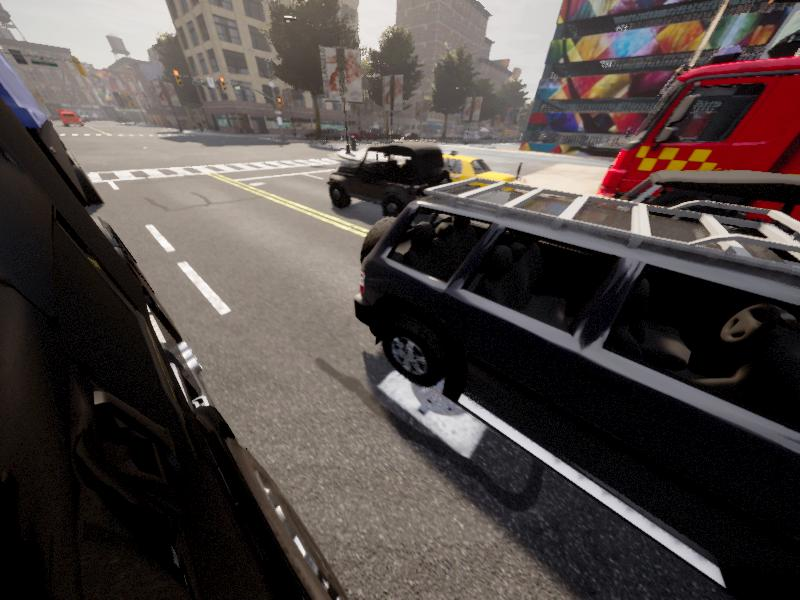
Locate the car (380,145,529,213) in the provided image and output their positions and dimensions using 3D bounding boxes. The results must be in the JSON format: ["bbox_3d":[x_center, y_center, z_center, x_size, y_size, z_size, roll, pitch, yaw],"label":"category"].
[{"bbox_3d":[1.795,-5.042,9.224,5.366,1.575,1.801,28,44,30],"label":"car"}]

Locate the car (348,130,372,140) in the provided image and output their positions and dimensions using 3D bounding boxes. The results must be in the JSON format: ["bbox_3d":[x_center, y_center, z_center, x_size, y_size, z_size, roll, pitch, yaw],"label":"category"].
[{"bbox_3d":[-8.104,-33.669,47.080,2.007,1.525,4.514,28,43,30],"label":"car"}]

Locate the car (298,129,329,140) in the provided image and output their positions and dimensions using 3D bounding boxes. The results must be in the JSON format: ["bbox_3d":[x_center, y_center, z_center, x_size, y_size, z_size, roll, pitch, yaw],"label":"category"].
[{"bbox_3d":[-14.948,-28.947,40.368,1.812,1.442,4.674,28,43,30],"label":"car"}]

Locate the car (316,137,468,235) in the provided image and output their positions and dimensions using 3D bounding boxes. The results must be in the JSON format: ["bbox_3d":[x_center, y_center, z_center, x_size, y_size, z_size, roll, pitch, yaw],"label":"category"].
[{"bbox_3d":[-0.372,-3.603,6.893,3.866,1.878,1.905,27,43,29],"label":"car"}]

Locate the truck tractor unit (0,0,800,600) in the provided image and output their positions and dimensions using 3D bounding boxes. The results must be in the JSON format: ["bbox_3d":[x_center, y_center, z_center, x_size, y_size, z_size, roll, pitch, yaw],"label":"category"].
[{"bbox_3d":[-2.645,-0.295,0.352,6.516,4.208,3.053,28,44,30],"label":"truck tractor unit"}]

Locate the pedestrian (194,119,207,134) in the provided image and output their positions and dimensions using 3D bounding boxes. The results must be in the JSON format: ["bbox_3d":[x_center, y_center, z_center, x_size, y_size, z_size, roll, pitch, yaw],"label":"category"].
[{"bbox_3d":[-31.864,-27.652,36.899,0.751,1.860,0.751,24,42,26],"label":"pedestrian"}]

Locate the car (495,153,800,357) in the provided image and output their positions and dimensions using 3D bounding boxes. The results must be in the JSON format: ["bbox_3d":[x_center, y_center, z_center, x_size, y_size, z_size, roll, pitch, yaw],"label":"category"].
[{"bbox_3d":[4.146,-1.215,3.976,3.866,1.878,1.905,28,43,30],"label":"car"}]

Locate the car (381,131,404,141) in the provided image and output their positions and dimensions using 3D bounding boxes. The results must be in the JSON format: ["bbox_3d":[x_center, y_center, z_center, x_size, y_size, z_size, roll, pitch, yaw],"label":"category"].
[{"bbox_3d":[-1.518,-34.901,49.169,2.128,1.511,4.902,28,43,30],"label":"car"}]

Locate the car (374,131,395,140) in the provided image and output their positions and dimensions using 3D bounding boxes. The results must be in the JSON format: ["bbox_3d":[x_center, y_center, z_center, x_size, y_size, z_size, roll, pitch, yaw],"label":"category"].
[{"bbox_3d":[-3.479,-36.837,51.658,1.837,1.490,4.892,28,43,29],"label":"car"}]

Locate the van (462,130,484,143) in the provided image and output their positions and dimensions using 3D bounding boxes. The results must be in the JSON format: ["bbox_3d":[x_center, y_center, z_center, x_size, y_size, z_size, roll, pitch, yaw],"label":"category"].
[{"bbox_3d":[18.538,-41.495,58.543,2.351,2.431,6.366,28,43,30],"label":"van"}]

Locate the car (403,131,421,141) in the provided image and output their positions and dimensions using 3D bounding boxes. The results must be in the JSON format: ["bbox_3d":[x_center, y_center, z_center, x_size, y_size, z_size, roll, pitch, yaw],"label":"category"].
[{"bbox_3d":[2.746,-37.847,53.319,1.851,1.617,3.988,28,43,30],"label":"car"}]

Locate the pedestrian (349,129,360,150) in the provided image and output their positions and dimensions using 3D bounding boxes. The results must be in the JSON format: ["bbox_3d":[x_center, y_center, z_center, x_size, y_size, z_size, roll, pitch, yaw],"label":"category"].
[{"bbox_3d":[-4.993,-17.677,25.478,0.751,1.860,0.751,-27,46,-34],"label":"pedestrian"}]

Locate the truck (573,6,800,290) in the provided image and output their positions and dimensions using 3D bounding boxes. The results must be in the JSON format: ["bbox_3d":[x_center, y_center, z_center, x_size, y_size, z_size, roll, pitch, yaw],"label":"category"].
[{"bbox_3d":[8.939,-2.182,3.955,8.468,3.827,2.891,27,43,29],"label":"truck"}]

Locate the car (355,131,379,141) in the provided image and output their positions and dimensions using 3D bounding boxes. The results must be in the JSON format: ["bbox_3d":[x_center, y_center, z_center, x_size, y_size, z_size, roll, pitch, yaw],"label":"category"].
[{"bbox_3d":[-6.302,-31.581,44.524,1.994,1.385,4.181,28,43,30],"label":"car"}]

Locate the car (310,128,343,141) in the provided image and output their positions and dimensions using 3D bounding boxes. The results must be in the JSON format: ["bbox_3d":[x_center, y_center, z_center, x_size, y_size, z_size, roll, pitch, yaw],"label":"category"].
[{"bbox_3d":[-12.245,-27.646,38.606,2.242,1.667,4.611,28,43,30],"label":"car"}]

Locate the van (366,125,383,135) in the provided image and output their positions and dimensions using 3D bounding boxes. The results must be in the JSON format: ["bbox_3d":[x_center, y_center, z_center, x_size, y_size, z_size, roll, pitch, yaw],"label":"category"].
[{"bbox_3d":[-8.421,-56.649,77.072,5.915,2.561,1.988,27,43,29],"label":"van"}]

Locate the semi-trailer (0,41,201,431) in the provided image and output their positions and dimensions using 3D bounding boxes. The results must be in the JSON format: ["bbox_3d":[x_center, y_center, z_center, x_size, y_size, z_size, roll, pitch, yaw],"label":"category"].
[{"bbox_3d":[-8.688,-3.606,4.247,14.254,4.402,2.717,28,44,30],"label":"semi-trailer"}]

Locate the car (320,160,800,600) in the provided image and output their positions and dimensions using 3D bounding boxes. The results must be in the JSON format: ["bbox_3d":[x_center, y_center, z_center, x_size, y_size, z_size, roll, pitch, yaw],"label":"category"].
[{"bbox_3d":[1.708,0.251,1.859,4.605,1.855,1.932,28,44,30],"label":"car"}]
